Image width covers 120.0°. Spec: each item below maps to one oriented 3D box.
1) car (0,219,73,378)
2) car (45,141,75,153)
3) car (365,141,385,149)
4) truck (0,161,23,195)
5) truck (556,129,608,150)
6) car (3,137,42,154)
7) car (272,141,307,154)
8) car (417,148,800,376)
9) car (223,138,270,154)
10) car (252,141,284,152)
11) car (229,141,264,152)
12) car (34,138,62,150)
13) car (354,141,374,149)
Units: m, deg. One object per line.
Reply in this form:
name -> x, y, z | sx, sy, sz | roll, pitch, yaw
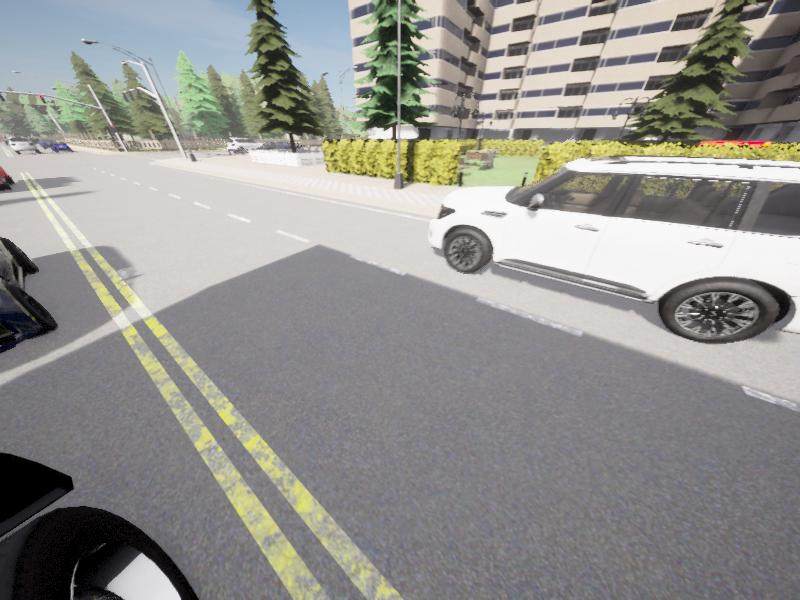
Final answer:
car -> -6.734, -0.285, 2.813 | 4.611, 1.667, 2.242 | 22, 41, 28
car -> -55.162, -24.881, 37.467 | 4.514, 1.525, 2.007 | 22, 41, 28
car -> -5.783, -36.299, 54.115 | 1.812, 1.442, 4.674 | 22, 41, 28
truck -> -20.822, -6.359, 10.621 | 5.204, 2.467, 2.627 | 22, 41, 28
truck -> 41.616, -36.892, 53.167 | 8.468, 3.827, 2.891 | 22, 41, 28
car -> -56.366, -23.130, 34.507 | 5.566, 2.045, 2.150 | 22, 41, 28
car -> -18.605, -25.913, 39.115 | 2.033, 1.649, 4.856 | 22, 41, 28
car -> 3.289, -1.281, 3.981 | 5.566, 2.045, 2.150 | 22, 41, 28
car -> -24.510, -24.769, 37.079 | 2.150, 2.045, 5.566 | 22, 40, 28
car -> -24.223, -28.404, 42.693 | 2.007, 1.525, 4.514 | 21, 40, 27
car -> -28.353, -28.469, 42.792 | 2.163, 1.488, 4.792 | 22, 40, 27
car -> -69.103, -30.679, 45.335 | 4.553, 1.767, 2.097 | 22, 41, 28
car -> -8.640, -37.496, 55.744 | 1.837, 1.490, 4.892 | 22, 41, 28
